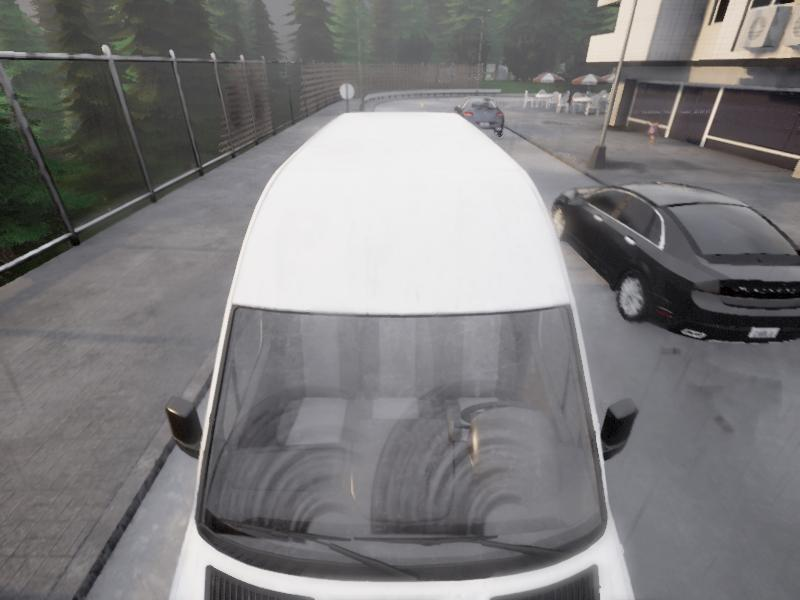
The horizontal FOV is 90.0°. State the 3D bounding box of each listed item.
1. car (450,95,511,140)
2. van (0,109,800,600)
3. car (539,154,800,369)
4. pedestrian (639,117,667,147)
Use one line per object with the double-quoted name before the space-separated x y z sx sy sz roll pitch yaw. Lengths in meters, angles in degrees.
"car" 3.991 -9.667 20.929 2.152 1.651 5.027 0 30 0
"van" 0.001 0.039 3.428 1.988 2.561 5.915 0 30 0
"car" 3.995 -1.073 6.357 1.837 1.490 4.892 0 30 0
"pedestrian" 10.593 -7.043 16.754 0.500 1.100 0.500 -9 31 -14
